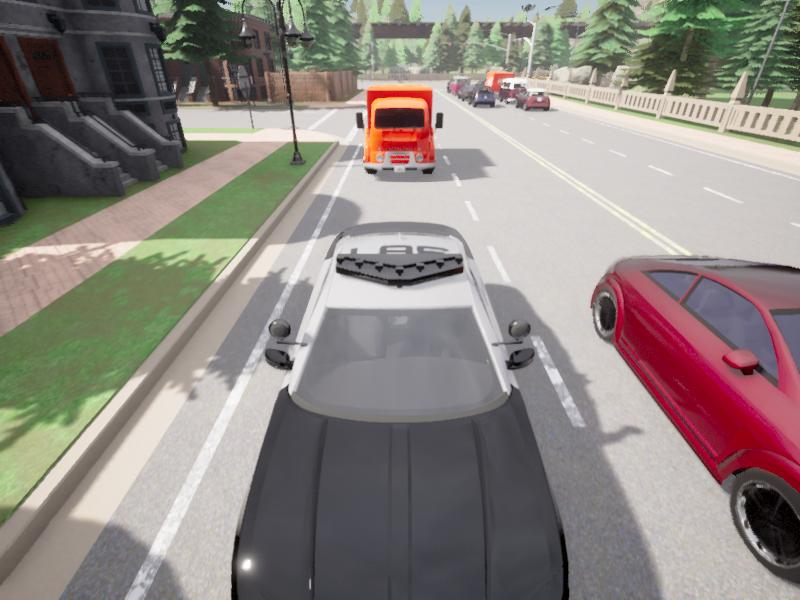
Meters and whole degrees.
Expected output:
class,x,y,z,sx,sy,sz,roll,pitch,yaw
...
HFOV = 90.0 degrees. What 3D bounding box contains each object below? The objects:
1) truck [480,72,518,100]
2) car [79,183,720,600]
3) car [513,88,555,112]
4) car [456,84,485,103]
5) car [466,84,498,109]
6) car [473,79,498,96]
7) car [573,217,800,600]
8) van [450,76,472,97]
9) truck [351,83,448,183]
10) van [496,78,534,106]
class,x,y,z,sx,sy,sz,roll,pitch,yaw
truck,10.455,-22.946,42.770,2.627,2.467,5.204,0,30,0
car,-0.002,0.405,3.686,1.930,1.638,5.238,0,30,0
car,10.467,-15.859,31.636,1.970,1.475,3.806,0,30,0
car,6.958,-20.750,40.089,2.033,1.411,5.357,0,30,0
car,6.965,-17.430,34.201,1.851,1.617,3.988,0,30,0
car,10.444,-26.369,49.458,2.033,1.649,4.856,0,30,0
car,3.500,0.593,3.627,1.994,1.385,4.181,0,30,0
van,6.948,-24.592,46.072,1.775,1.987,4.442,0,30,0
truck,-0.015,-5.872,13.604,2.627,2.467,5.204,0,30,0
van,10.460,-19.258,36.888,2.069,2.038,4.480,0,30,0
